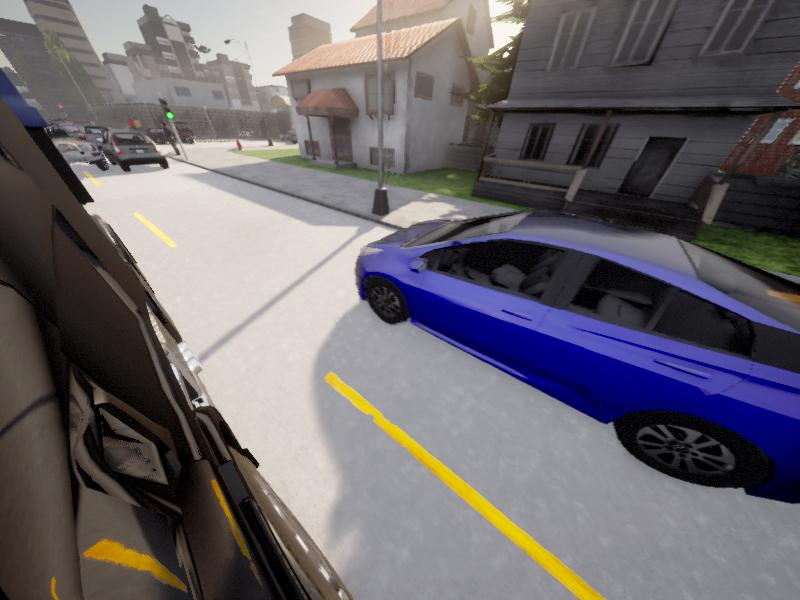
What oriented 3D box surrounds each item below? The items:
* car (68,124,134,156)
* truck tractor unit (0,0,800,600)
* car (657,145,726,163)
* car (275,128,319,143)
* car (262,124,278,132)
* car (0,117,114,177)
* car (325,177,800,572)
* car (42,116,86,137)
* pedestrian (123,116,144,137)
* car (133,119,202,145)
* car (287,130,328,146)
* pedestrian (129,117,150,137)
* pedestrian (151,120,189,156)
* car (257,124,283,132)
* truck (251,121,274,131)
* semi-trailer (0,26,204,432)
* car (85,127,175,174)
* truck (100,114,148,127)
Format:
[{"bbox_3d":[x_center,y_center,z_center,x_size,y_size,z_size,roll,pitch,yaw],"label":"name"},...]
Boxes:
[{"bbox_3d":[-20.084,-10.796,15.545,3.633,1.501,1.845,26,43,28],"label":"car"},{"bbox_3d":[-2.645,-0.295,0.351,6.516,4.208,3.053,28,44,30],"label":"truck tractor unit"},{"bbox_3d":[38.311,-19.373,30.608,5.366,1.575,1.801,26,43,28],"label":"car"},{"bbox_3d":[-13.947,-22.415,31.466,2.128,1.511,4.902,26,43,28],"label":"car"},{"bbox_3d":[-32.632,-43.313,58.068,3.705,1.547,1.789,26,43,28],"label":"car"},{"bbox_3d":[-15.572,-7.016,10.486,4.605,1.855,1.932,24,41,27],"label":"car"},{"bbox_3d":[1.505,-0.163,2.689,4.514,1.525,2.007,26,43,28],"label":"car"},{"bbox_3d":[-37.889,-19.558,26.057,4.856,1.649,2.033,27,43,28],"label":"car"},{"bbox_3d":[-30.941,-20.113,26.810,0.751,1.860,0.751,28,43,29],"label":"pedestrian"},{"bbox_3d":[-22.242,-16.179,22.300,1.905,1.878,3.866,23,41,25],"label":"car"},{"bbox_3d":[-11.463,-20.260,28.861,1.994,1.385,4.181,25,42,27],"label":"car"},{"bbox_3d":[-29.810,-19.766,26.416,0.751,1.860,0.751,27,43,28],"label":"pedestrian"},{"bbox_3d":[-14.676,-10.358,14.808,0.751,1.860,0.751,7,37,5],"label":"pedestrian"},{"bbox_3d":[-32.717,-43.417,58.322,2.033,1.415,5.357,26,43,28],"label":"car"},{"bbox_3d":[-35.739,-45.284,60.108,2.069,2.038,4.478,26,43,28],"label":"truck"},{"bbox_3d":[-8.870,-3.479,4.056,14.254,4.402,2.717,26,43,28],"label":"semi-trailer"},{"bbox_3d":[-13.628,-7.650,11.681,3.988,1.617,1.851,26,43,28],"label":"car"},{"bbox_3d":[-61.135,-39.900,51.390,2.390,2.098,6.274,26,43,28],"label":"truck"}]
